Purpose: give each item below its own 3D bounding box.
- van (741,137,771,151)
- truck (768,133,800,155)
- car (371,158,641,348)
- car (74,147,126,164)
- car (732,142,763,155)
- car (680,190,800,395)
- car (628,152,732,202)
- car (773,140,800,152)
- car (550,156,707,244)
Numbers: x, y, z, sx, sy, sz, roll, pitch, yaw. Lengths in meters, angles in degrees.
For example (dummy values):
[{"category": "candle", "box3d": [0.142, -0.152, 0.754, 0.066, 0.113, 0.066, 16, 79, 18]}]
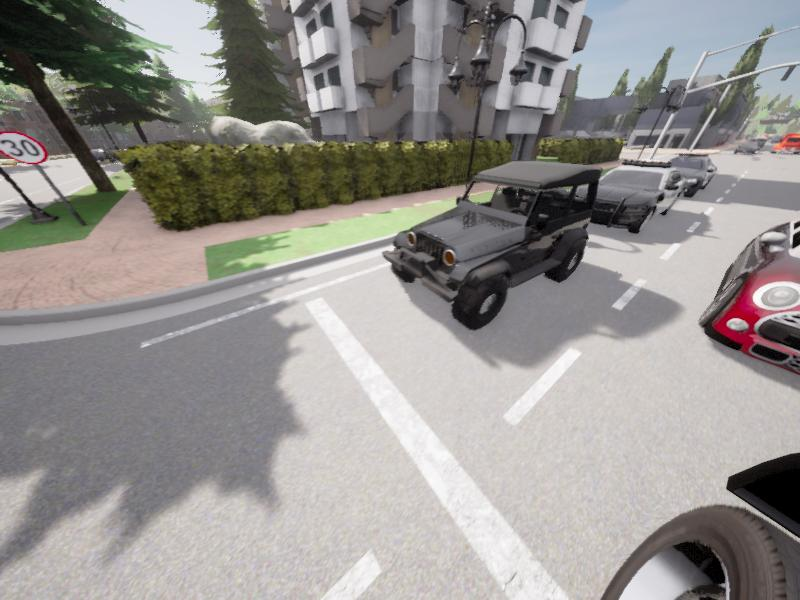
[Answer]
[{"category": "van", "box3d": [64.187, -28.194, 41.667, 4.480, 2.038, 2.069, -23, 41, -29]}, {"category": "truck", "box3d": [55.727, -22.205, 32.854, 5.204, 2.467, 2.627, -23, 41, -29]}, {"category": "car", "box3d": [1.736, -1.223, 3.996, 3.866, 1.878, 1.905, -21, 40, -27]}, {"category": "car", "box3d": [-33.956, -16.579, 26.399, 2.033, 1.411, 5.357, -20, 40, -26]}, {"category": "car", "box3d": [50.168, -21.896, 33.347, 4.674, 1.442, 1.812, -23, 41, -29]}, {"category": "car", "box3d": [5.826, -0.217, 2.898, 3.806, 1.475, 1.970, -23, 41, -29]}, {"category": "car", "box3d": [13.533, -6.101, 11.140, 4.974, 1.542, 2.038, -23, 41, -29]}, {"category": "car", "box3d": [67.643, -26.946, 40.355, 4.792, 1.488, 2.163, -23, 41, -29]}, {"category": "car", "box3d": [7.333, -3.468, 7.354, 5.238, 1.638, 1.930, -23, 41, -29]}]
